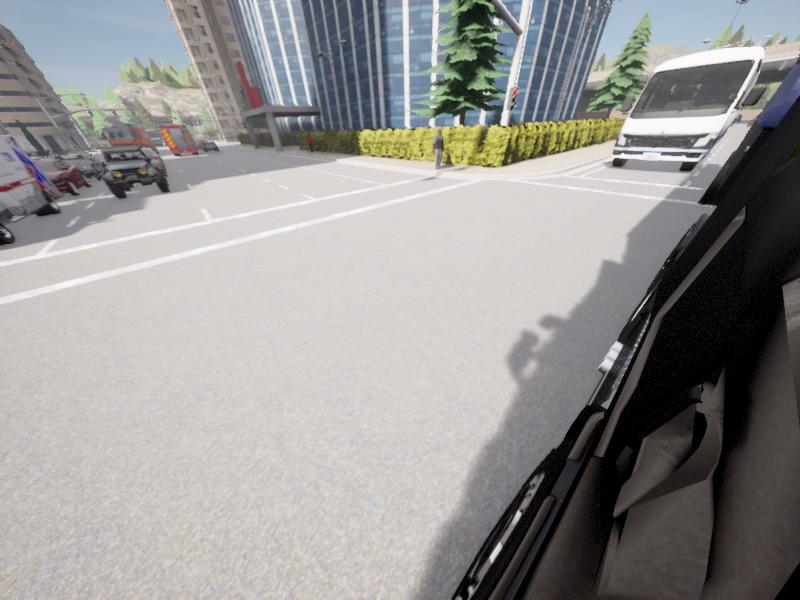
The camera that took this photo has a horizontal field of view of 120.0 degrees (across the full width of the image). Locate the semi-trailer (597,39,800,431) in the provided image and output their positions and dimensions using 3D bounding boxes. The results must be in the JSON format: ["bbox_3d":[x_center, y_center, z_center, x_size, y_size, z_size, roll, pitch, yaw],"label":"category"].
[{"bbox_3d":[8.717,-3.585,4.219,14.254,4.402,2.717,-28,44,-30],"label":"semi-trailer"}]

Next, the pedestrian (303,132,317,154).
[{"bbox_3d":[-9.615,-16.751,24.669,0.751,1.860,0.751,-25,43,-27],"label":"pedestrian"}]

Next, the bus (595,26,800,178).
[{"bbox_3d":[15.381,-9.763,12.201,10.273,4.253,3.944,-28,44,-30],"label":"bus"}]

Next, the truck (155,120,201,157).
[{"bbox_3d":[-31.163,-22.571,32.342,2.891,3.827,8.468,-28,44,-30],"label":"truck"}]

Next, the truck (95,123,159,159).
[{"bbox_3d":[-39.137,-23.227,33.683,2.891,3.827,8.468,-21,41,-23],"label":"truck"}]

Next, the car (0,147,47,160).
[{"bbox_3d":[-67.230,-25.925,40.878,4.792,1.488,2.163,-28,44,-30],"label":"car"}]

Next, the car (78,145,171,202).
[{"bbox_3d":[-12.958,-6.281,11.190,1.905,1.878,3.866,-28,44,-30],"label":"car"}]

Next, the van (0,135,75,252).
[{"bbox_3d":[-12.920,-3.235,6.684,2.351,2.431,6.366,-29,44,-30],"label":"van"}]

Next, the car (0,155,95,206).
[{"bbox_3d":[-17.811,-6.191,11.649,1.882,1.535,5.008,-28,44,-30],"label":"car"}]

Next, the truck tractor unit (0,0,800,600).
[{"bbox_3d":[2.645,-0.295,0.351,6.516,4.208,3.053,-28,44,-30],"label":"truck tractor unit"}]

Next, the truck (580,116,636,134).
[{"bbox_3d":[34.962,-29.531,39.080,2.390,2.098,6.274,-28,44,-30],"label":"truck"}]

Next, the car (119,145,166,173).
[{"bbox_3d":[-21.947,-12.260,19.888,1.930,1.638,5.238,-29,44,-30],"label":"car"}]

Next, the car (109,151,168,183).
[{"bbox_3d":[-17.399,-9.094,15.632,1.994,1.385,4.181,-27,43,-29],"label":"car"}]

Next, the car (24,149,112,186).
[{"bbox_3d":[-22.086,-9.132,15.706,2.242,1.667,4.611,-28,44,-30],"label":"car"}]

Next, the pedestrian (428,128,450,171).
[{"bbox_3d":[2.082,-8.091,12.450,0.751,1.860,0.751,-19,40,-21],"label":"pedestrian"}]

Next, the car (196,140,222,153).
[{"bbox_3d":[-30.082,-24.176,36.344,2.128,1.511,4.902,-28,44,-30],"label":"car"}]

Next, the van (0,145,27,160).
[{"bbox_3d":[-71.767,-26.465,41.441,4.442,1.987,1.775,-28,44,-30],"label":"van"}]
